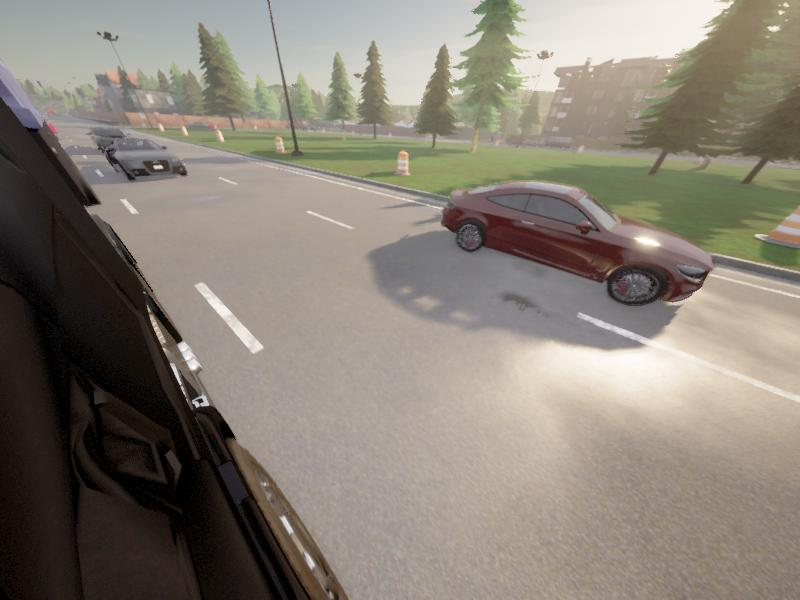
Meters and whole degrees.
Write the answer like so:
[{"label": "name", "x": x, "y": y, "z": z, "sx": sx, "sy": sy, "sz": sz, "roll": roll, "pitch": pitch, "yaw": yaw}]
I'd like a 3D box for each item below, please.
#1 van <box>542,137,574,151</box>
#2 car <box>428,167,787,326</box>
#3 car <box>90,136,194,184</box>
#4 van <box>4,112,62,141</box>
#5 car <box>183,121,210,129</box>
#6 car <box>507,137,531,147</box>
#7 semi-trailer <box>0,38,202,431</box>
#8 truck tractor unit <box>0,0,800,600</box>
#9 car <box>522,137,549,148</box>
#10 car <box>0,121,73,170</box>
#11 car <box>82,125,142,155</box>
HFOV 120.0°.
[{"label": "van", "x": 30.104, "y": -29.835, "z": 44.087, "sx": 4.442, "sy": 1.987, "sz": 1.775, "roll": 28, "pitch": 43, "yaw": 30}, {"label": "car", "x": 3.089, "y": -1.540, "z": 4.740, "sx": 4.674, "sy": 1.442, "sz": 1.812, "roll": 28, "pitch": 43, "yaw": 30}, {"label": "car", "x": -11.509, "y": -6.381, "z": 10.329, "sx": 4.181, "sy": 1.385, "sz": 1.994, "roll": 26, "pitch": 43, "yaw": 28}, {"label": "van", "x": -33.034, "y": -15.749, "z": 20.955, "sx": 4.442, "sy": 1.987, "sz": 1.775, "roll": 31, "pitch": 45, "yaw": 32}, {"label": "car", "x": -50.548, "y": -43.484, "z": 57.480, "sx": 2.007, "sy": 1.525, "sz": 4.514, "roll": 21, "pitch": 40, "yaw": 22}, {"label": "car", "x": 26.008, "y": -34.599, "z": 50.529, "sx": 3.988, "sy": 1.617, "sz": 1.851, "roll": 28, "pitch": 43, "yaw": 30}, {"label": "semi-trailer", "x": -8.720, "y": -3.587, "z": 4.209, "sx": 14.254, "sy": 4.402, "sz": 2.717, "roll": 28, "pitch": 43, "yaw": 30}, {"label": "truck tractor unit", "x": -2.645, "y": -0.295, "z": 0.351, "sx": 6.516, "sy": 4.208, "sz": 3.053, "roll": 28, "pitch": 44, "yaw": 30}, {"label": "car", "x": 30.116, "y": -35.160, "z": 51.503, "sx": 4.611, "sy": 1.667, "sz": 2.242, "roll": 28, "pitch": 43, "yaw": 30}, {"label": "car", "x": -19.064, "y": -7.935, "z": 11.700, "sx": 5.027, "sy": 1.651, "sz": 2.152, "roll": 28, "pitch": 43, "yaw": 30}, {"label": "car", "x": -20.382, "y": -11.351, "z": 16.309, "sx": 4.892, "sy": 1.490, "sz": 1.837, "roll": 28, "pitch": 44, "yaw": 31}]
